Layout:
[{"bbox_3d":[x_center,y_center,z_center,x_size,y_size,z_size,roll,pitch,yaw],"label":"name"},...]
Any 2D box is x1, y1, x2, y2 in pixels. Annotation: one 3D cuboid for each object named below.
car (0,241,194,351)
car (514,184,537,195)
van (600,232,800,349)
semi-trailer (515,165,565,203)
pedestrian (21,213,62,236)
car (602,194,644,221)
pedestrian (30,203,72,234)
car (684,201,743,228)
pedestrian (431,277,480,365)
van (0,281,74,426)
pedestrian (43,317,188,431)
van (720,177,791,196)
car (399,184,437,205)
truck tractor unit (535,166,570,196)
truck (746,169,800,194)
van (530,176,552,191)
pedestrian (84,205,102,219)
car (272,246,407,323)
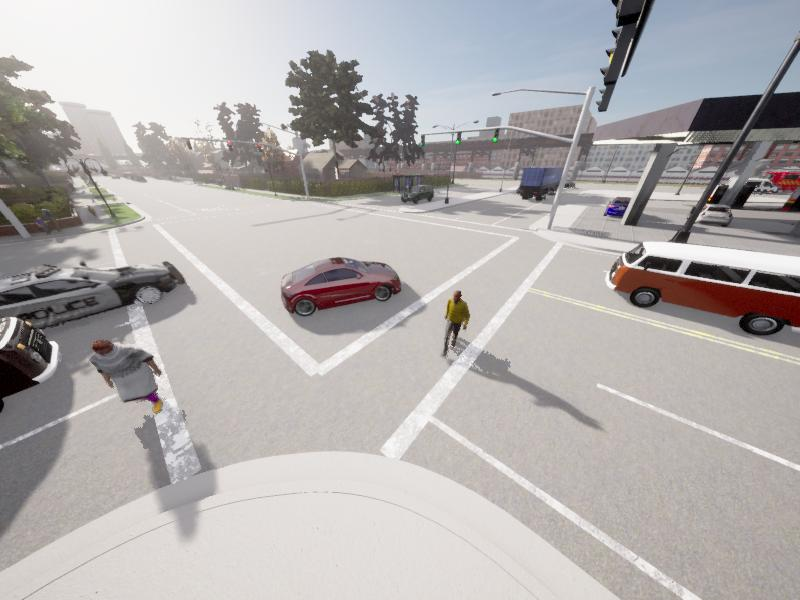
[{"bbox_3d":[-10.331,-0.269,7.230,1.930,1.638,5.238,22,37,33],"label":"car"},{"bbox_3d":[22.629,-19.984,41.625,2.033,1.411,5.357,22,37,34],"label":"car"},{"bbox_3d":[9.670,-0.596,7.398,4.480,2.038,2.069,21,36,32],"label":"van"},{"bbox_3d":[21.620,-17.943,35.065,2.717,4.402,14.254,22,37,34],"label":"semi-trailer"},{"bbox_3d":[-24.066,-5.073,15.551,0.751,1.300,0.751,2,30,3],"label":"pedestrian"},{"bbox_3d":[21.088,-8.924,21.955,2.242,1.667,4.611,23,37,34],"label":"car"},{"bbox_3d":[-24.024,-5.619,15.938,0.751,1.860,0.751,-23,37,-34],"label":"pedestrian"},{"bbox_3d":[25.999,-7.245,19.370,1.970,1.475,3.806,23,37,34],"label":"car"},{"bbox_3d":[1.298,0.516,5.598,0.751,1.860,0.751,16,34,26],"label":"pedestrian"},{"bbox_3d":[-9.164,1.668,3.476,2.069,2.038,4.480,22,37,34],"label":"van"},{"bbox_3d":[-4.847,1.347,4.164,0.751,1.860,0.751,-10,32,-17],"label":"pedestrian"},{"bbox_3d":[61.629,-19.892,40.321,5.915,2.561,1.988,23,37,34],"label":"van"},{"bbox_3d":[2.479,-14.378,31.262,2.150,2.045,5.566,23,37,34],"label":"car"},{"bbox_3d":[26.662,-20.906,40.393,3.053,4.208,6.516,23,37,34],"label":"truck tractor unit"},{"bbox_3d":[70.534,-21.211,41.319,8.468,3.827,2.891,25,38,36],"label":"truck"},{"bbox_3d":[30.004,-24.882,49.076,2.351,2.431,6.366,22,37,34],"label":"van"},{"bbox_3d":[-27.168,-7.781,20.444,0.500,1.100,0.500,21,36,31],"label":"pedestrian"},{"bbox_3d":[-2.067,-0.758,8.350,4.181,1.385,1.994,-12,32,-20],"label":"car"}]
